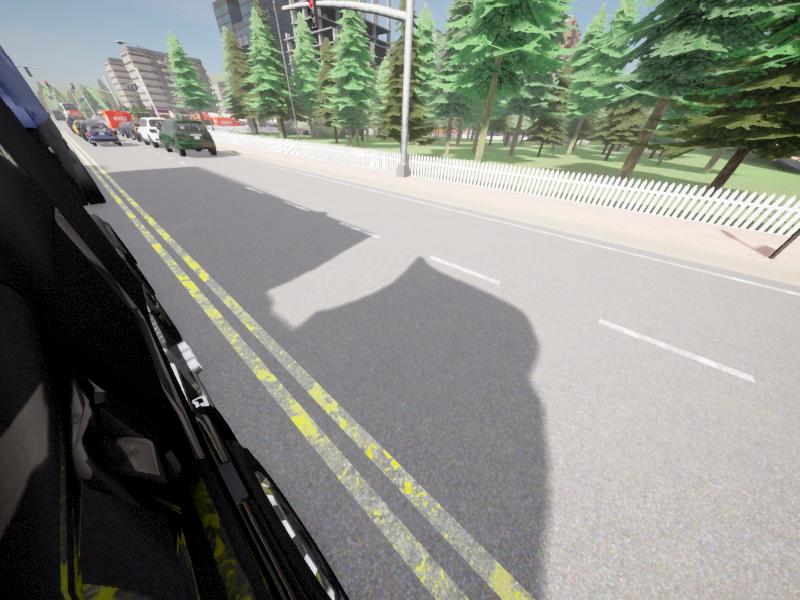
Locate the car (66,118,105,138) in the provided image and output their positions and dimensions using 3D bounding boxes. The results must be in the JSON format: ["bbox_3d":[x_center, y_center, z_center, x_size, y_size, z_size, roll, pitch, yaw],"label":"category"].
[{"bbox_3d":[-35.185,-19.255,25.821,5.366,1.575,1.801,28,44,30],"label":"car"}]

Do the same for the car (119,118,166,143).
[{"bbox_3d":[-26.498,-17.491,23.764,4.605,1.855,1.932,28,44,30],"label":"car"}]

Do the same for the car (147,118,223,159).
[{"bbox_3d":[-15.337,-11.626,16.494,5.566,2.045,2.150,28,43,30],"label":"car"}]

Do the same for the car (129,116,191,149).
[{"bbox_3d":[-20.938,-14.601,20.116,5.566,2.045,2.150,28,44,30],"label":"car"}]

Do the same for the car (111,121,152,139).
[{"bbox_3d":[-31.512,-19.995,27.124,4.792,1.488,2.163,28,44,30],"label":"car"}]

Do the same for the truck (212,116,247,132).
[{"bbox_3d":[-37.140,-38.364,50.474,2.627,2.467,5.204,27,43,29],"label":"truck"}]

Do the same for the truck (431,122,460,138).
[{"bbox_3d":[14.691,-54.858,74.551,8.468,3.827,2.891,10,37,10],"label":"truck"}]

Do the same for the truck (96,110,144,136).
[{"bbox_3d":[-36.381,-22.991,29.993,5.204,2.467,2.627,28,44,30],"label":"truck"}]

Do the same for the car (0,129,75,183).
[{"bbox_3d":[-15.556,-6.034,9.507,3.806,1.475,1.970,28,44,30],"label":"car"}]

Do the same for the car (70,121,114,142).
[{"bbox_3d":[-29.836,-16.365,22.386,4.193,1.474,1.816,28,44,30],"label":"car"}]

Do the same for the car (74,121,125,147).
[{"bbox_3d":[-24.989,-13.821,19.229,3.705,1.549,1.789,28,44,30],"label":"car"}]

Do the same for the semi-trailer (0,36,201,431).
[{"bbox_3d":[-8.659,-3.634,4.261,14.254,4.402,2.717,29,44,30],"label":"semi-trailer"}]

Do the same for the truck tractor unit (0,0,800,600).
[{"bbox_3d":[-2.645,-0.295,0.351,6.516,4.208,3.053,28,44,30],"label":"truck tractor unit"}]

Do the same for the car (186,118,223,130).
[{"bbox_3d":[-43.667,-39.398,51.799,2.150,2.045,5.566,27,43,29],"label":"car"}]

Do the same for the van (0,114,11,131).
[{"bbox_3d":[-50.845,-22.309,28.515,4.480,2.038,2.069,28,44,29],"label":"van"}]
